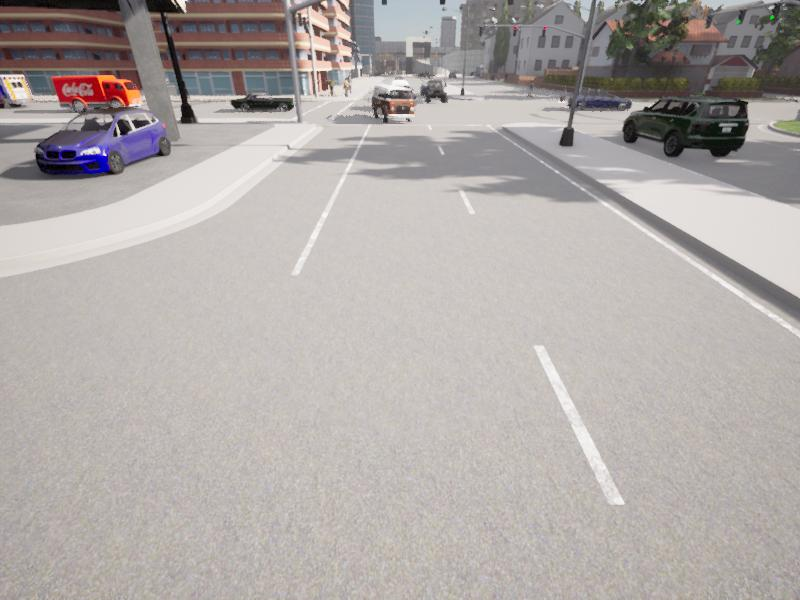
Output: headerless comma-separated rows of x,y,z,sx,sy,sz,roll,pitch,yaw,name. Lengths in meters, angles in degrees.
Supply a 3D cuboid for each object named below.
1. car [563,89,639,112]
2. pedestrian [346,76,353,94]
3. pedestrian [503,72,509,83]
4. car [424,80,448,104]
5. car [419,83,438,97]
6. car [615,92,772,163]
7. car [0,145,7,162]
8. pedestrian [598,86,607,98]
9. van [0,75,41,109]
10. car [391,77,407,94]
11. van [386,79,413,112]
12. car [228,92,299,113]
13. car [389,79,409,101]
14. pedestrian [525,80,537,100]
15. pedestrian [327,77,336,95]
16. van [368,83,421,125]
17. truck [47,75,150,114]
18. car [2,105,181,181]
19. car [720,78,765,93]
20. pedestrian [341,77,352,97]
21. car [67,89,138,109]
15.721,-15.793,31.607,4.792,1.488,2.163,6,31,10,car
-6.137,-26.256,48.804,0.751,1.860,0.751,-4,31,-8,pedestrian
21.179,-44.430,79.941,0.751,1.860,0.751,0,30,1,pedestrian
3.431,-20.035,38.465,1.905,1.878,3.866,0,30,0,car
3.417,-25.396,48.241,1.895,1.301,4.718,0,30,0,car
11.468,-7.245,16.401,2.150,2.045,5.566,0,30,0,car
-15.483,-4.846,12.750,1.970,1.475,3.806,0,30,0,car
21.584,-22.239,42.695,0.500,1.100,0.500,21,36,32,pedestrian
-34.632,-17.364,33.360,6.366,2.431,2.351,-1,30,-1,van
-0.094,-27.872,51.912,1.932,1.855,4.605,0,30,0,car
-0.060,-16.789,32.734,2.069,2.038,4.480,0,32,0,van
-10.448,-15.325,30.989,4.718,1.301,1.895,-1,30,-1,car
-0.073,-21.727,41.383,1.932,1.855,4.605,0,30,0,car
13.420,-21.537,41.023,0.751,1.860,0.751,2,30,3,pedestrian
-7.796,-24.384,45.573,0.751,1.860,0.751,-4,30,-6,pedestrian
-0.474,-12.431,25.291,2.069,2.038,4.480,-7,31,-16,van
-22.792,-15.717,30.506,5.204,2.467,2.627,-1,30,-1,truck
-9.739,-5.373,13.334,2.242,1.667,4.611,0,30,0,car
41.341,-25.991,48.402,1.970,1.475,3.806,0,30,0,car
-5.845,-23.157,43.496,0.751,1.860,0.751,26,39,37,pedestrian
-24.977,-16.997,33.780,4.181,1.385,1.994,-1,30,-1,car
